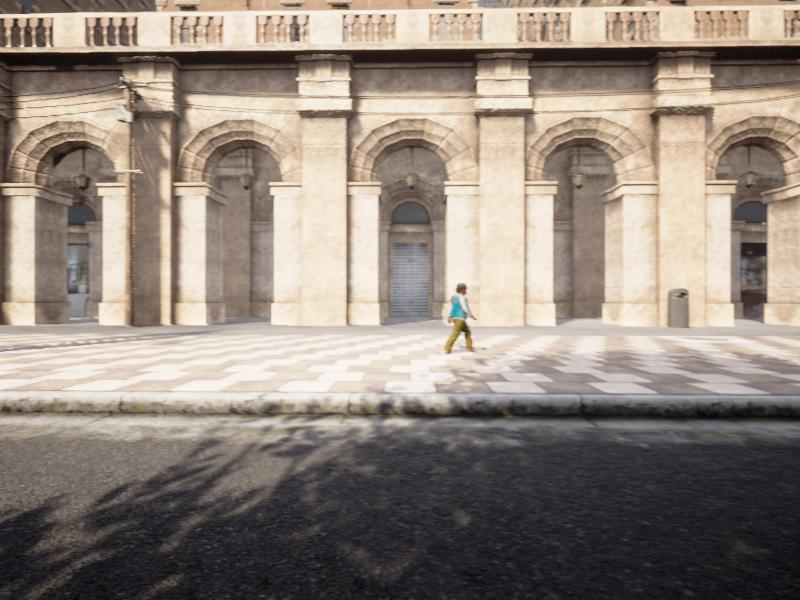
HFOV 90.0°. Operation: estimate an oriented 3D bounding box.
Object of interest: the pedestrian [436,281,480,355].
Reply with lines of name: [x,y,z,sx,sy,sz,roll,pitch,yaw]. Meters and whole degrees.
pedestrian: [0.899,0.270,6.253,0.500,1.100,0.500,0,0,-19]
